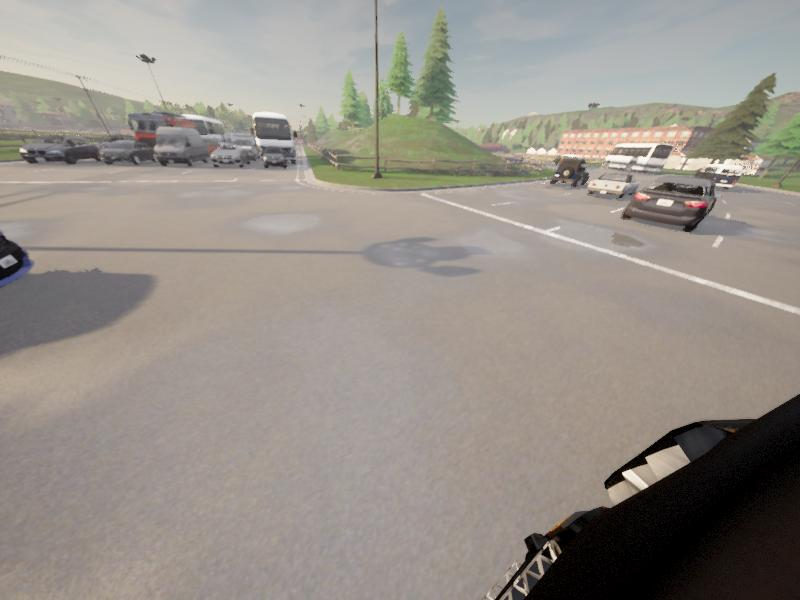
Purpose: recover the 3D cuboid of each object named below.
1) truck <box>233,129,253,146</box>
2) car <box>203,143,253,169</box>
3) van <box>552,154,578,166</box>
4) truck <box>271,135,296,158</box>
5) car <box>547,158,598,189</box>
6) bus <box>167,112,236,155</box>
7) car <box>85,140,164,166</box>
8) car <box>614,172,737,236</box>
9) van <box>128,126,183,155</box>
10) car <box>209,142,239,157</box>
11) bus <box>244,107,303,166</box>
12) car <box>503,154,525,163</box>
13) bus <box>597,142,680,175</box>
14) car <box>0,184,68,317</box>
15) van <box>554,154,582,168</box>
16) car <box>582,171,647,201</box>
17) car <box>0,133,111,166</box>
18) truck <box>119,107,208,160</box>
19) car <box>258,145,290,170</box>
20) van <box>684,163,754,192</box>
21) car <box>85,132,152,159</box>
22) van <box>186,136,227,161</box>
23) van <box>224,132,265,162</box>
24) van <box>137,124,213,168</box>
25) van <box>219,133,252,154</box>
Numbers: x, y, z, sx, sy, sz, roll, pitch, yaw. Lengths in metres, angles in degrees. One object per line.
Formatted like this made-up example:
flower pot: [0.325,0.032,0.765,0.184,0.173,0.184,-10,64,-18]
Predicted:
truck: [-47.743,-49.556,70.478,2.891,3.827,8.468,-9,36,-17]
car: [-14.559,-12.557,20.000,2.152,1.651,5.027,-9,36,-17]
van: [37.410,-31.736,52.450,1.775,1.987,4.442,-4,35,-11]
truck: [-16.713,-22.241,33.497,2.627,2.467,5.204,-9,36,-18]
car: [14.058,-10.403,18.858,3.866,1.878,1.905,-25,44,-36]
bus: [-28.006,-23.950,33.532,3.944,4.253,10.273,-9,36,-17]
car: [-21.279,-11.647,18.216,1.837,1.490,4.892,-9,36,-17]
car: [11.401,-4.176,9.564,4.611,1.667,2.242,-21,41,-31]
van: [-29.401,-19.371,28.135,1.988,2.561,5.915,-9,36,-17]
car: [-22.461,-19.386,29.701,1.812,1.442,4.674,-9,36,-18]
bus: [-13.335,-17.812,25.569,3.944,4.253,10.273,-9,36,-17]
car: [28.301,-35.304,57.491,2.163,1.488,4.792,-9,36,-17]
bus: [41.779,-25.448,41.394,3.944,4.253,10.273,5,34,0]
car: [-7.963,-0.207,2.202,5.008,1.535,1.882,-15,38,-25]
van: [34.578,-28.759,47.738,2.069,2.038,4.480,0,34,-7]
car: [14.251,-7.635,15.283,4.718,1.301,1.895,-23,42,-33]
car: [-24.383,-10.891,16.681,2.242,1.667,4.611,-9,36,-18]
truck: [-24.239,-17.468,24.560,2.891,3.827,8.468,-9,36,-17]
car: [-10.996,-12.638,20.423,1.851,1.617,3.988,-9,36,-17]
van: [31.170,-12.235,22.839,2.069,2.038,4.480,21,38,23]
car: [-26.852,-14.967,22.370,1.932,1.855,4.605,-9,36,-17]
van: [-20.292,-16.124,24.527,1.775,1.987,4.442,-9,36,-17]
van: [-17.283,-17.312,26.144,2.351,2.431,6.366,-9,36,-17]
van: [-17.970,-12.623,19.000,1.988,2.561,5.915,-9,36,-17]
van: [-25.061,-24.015,35.506,2.351,2.431,6.366,-9,36,-17]
